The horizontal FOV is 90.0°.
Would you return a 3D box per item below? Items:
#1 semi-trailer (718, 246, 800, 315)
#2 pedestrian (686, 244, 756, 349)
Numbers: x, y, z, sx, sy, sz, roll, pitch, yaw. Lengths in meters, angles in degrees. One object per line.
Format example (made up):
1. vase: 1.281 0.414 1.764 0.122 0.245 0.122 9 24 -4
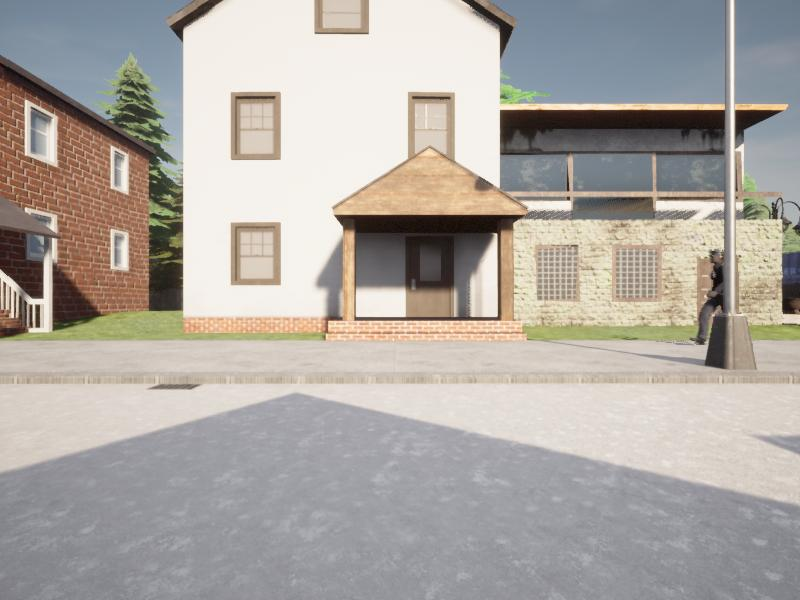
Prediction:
1. semi-trailer: 26.915 -1.218 24.910 2.717 4.402 14.254 0 0 -1
2. pedestrian: 5.974 -0.067 7.494 0.751 1.860 0.751 0 0 9
